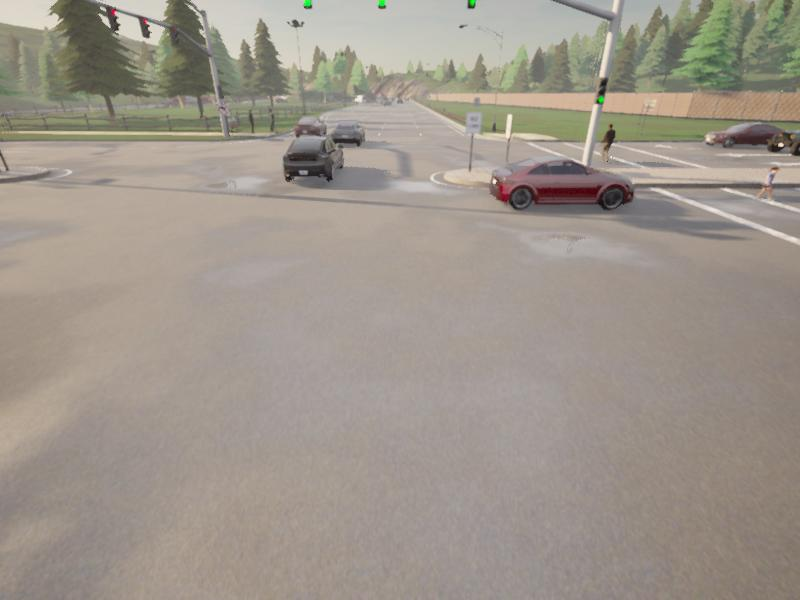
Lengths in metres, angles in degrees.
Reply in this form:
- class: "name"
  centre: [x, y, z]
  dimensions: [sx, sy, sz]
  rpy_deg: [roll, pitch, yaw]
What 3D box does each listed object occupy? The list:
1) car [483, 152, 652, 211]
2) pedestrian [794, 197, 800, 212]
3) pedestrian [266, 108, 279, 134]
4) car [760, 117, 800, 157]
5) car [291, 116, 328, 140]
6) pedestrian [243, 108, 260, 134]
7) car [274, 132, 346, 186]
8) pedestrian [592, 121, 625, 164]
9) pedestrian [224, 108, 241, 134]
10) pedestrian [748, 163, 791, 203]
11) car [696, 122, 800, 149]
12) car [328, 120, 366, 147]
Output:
- class: "car"
  centre: [4.891, -3.678, 12.271]
  dimensions: [4.181, 1.385, 1.994]
  rpy_deg: [-1, 27, -1]
- class: "pedestrian"
  centre: [11.833, -3.259, 10.883]
  dimensions: [0.751, 1.860, 0.751]
  rpy_deg: [0, 27, 0]
- class: "pedestrian"
  centre: [-10.261, -14.384, 32.129]
  dimensions: [0.751, 1.860, 0.751]
  rpy_deg: [-8, 28, -15]
- class: "car"
  centre: [23.091, -9.084, 22.230]
  dimensions: [3.866, 1.878, 1.905]
  rpy_deg: [0, 27, 0]
- class: "car"
  centre: [-6.998, -13.563, 31.378]
  dimensions: [1.812, 1.442, 4.674]
  rpy_deg: [0, 27, 0]
- class: "pedestrian"
  centre: [-11.836, -14.296, 31.956]
  dimensions: [0.751, 1.860, 0.751]
  rpy_deg: [2, 27, 3]
- class: "car"
  centre: [-3.497, -5.947, 16.529]
  dimensions: [1.837, 1.490, 4.892]
  rpy_deg: [0, 27, 0]
- class: "pedestrian"
  centre: [9.993, -7.568, 19.247]
  dimensions: [0.751, 1.860, 0.751]
  rpy_deg: [-2, 27, -3]
- class: "pedestrian"
  centre: [-13.370, -14.295, 31.951]
  dimensions: [0.751, 1.860, 0.751]
  rpy_deg: [1, 27, 1]
- class: "pedestrian"
  centre: [11.558, -3.682, 12.536]
  dimensions: [0.500, 1.100, 0.500]
  rpy_deg: [-10, 29, -18]
- class: "car"
  centre: [22.041, -10.492, 25.454]
  dimensions: [4.674, 1.442, 1.812]
  rpy_deg: [0, 27, 1]
- class: "car"
  centre: [-3.497, -11.380, 27.225]
  dimensions: [1.994, 1.385, 4.181]
  rpy_deg: [0, 27, 0]
